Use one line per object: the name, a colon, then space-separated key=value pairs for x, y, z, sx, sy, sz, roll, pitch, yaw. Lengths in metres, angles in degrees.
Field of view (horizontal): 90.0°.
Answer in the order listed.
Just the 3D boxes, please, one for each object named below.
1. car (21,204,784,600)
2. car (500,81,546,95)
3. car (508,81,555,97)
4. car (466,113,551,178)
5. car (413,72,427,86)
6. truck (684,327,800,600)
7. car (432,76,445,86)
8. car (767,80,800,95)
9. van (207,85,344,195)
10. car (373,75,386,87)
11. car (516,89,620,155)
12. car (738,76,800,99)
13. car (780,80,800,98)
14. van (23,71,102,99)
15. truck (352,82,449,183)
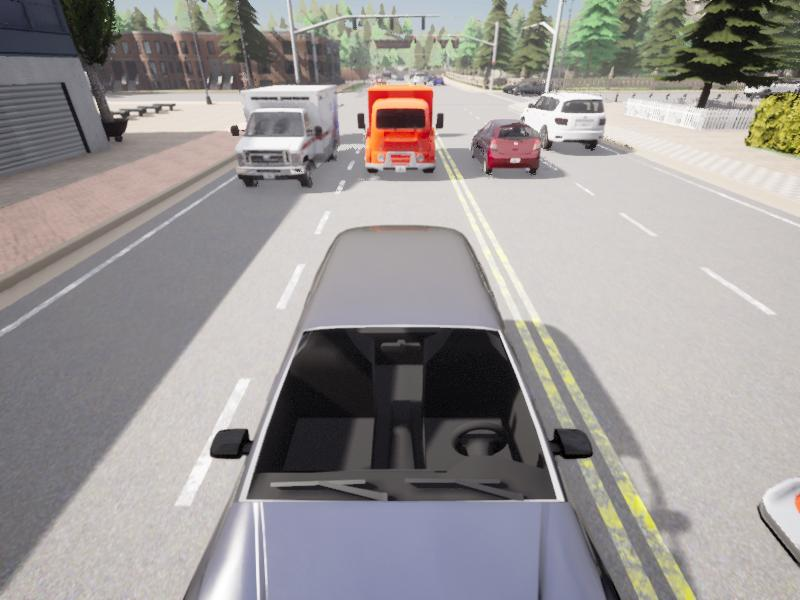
car: x=0.008 y=0.759 z=3.055 sx=2.242 sy=1.667 sz=4.611 roll=0 pitch=30 yaw=0
car: x=14.965 y=-25.871 z=48.778 sx=4.792 sy=1.488 sz=2.163 roll=0 pitch=30 yaw=0
car: x=14.955 y=-24.128 z=45.748 sx=4.514 sy=1.525 sz=2.007 roll=0 pitch=30 yaw=0
car: x=3.517 y=-5.374 z=13.677 sx=1.845 sy=1.501 sz=3.633 roll=0 pitch=30 yaw=0
car: x=3.545 y=-39.895 z=72.243 sx=2.150 sy=2.045 sz=5.566 roll=0 pitch=30 yaw=0
truck: x=3.509 y=1.942 z=0.229 sx=2.627 sy=2.467 sz=5.204 roll=0 pitch=30 yaw=0
car: x=7.045 y=-40.140 z=73.234 sx=2.007 sy=1.525 sz=4.514 roll=0 pitch=30 yaw=0
car: x=47.537 y=-25.921 z=48.703 sx=3.633 sy=1.501 sz=1.845 roll=0 pitch=30 yaw=0
van: x=-3.487 y=-5.515 z=13.046 sx=2.351 sy=2.431 sz=6.366 roll=0 pitch=30 yaw=0
car: x=-3.457 y=-37.517 z=68.439 sx=2.097 sy=1.767 sz=4.553 roll=0 pitch=30 yaw=0
car: x=7.017 y=-7.979 z=17.616 sx=2.150 sy=2.045 sz=5.566 roll=0 pitch=30 yaw=0
car: x=39.938 y=-22.589 z=42.552 sx=5.566 sy=2.045 sz=2.150 roll=0 pitch=30 yaw=0
car: x=46.999 y=-24.140 z=45.689 sx=4.611 sy=1.667 sz=2.242 roll=0 pitch=30 yaw=0
van: x=-37.095 y=-23.773 z=44.211 sx=5.915 sy=2.561 sz=1.988 roll=-8 pitch=31 yaw=-14
truck: x=0.015 y=-5.933 z=13.699 sx=2.627 sy=2.467 sz=5.204 roll=0 pitch=31 yaw=0
